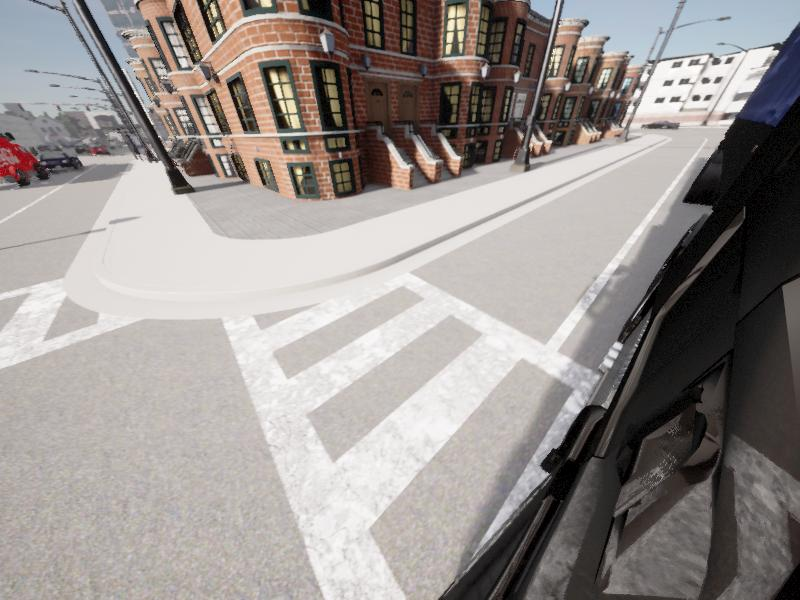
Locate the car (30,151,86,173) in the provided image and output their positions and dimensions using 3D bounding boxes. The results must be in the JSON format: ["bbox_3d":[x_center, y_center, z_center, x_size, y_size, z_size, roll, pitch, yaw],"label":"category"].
[{"bbox_3d":[-31.334,-12.807,21.339,1.895,1.301,4.718,-30,45,-32],"label":"car"}]

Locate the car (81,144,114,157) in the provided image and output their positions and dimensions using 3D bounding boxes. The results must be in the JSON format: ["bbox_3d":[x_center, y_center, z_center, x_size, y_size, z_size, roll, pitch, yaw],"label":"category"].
[{"bbox_3d":[-48.113,-23.809,36.717,4.514,1.525,2.007,20,43,27],"label":"car"}]

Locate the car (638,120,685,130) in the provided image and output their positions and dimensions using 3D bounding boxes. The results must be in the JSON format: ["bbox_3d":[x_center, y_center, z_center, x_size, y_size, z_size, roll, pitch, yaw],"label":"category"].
[{"bbox_3d":[47.766,-32.096,42.405,2.033,1.411,5.357,-13,38,-13],"label":"car"}]

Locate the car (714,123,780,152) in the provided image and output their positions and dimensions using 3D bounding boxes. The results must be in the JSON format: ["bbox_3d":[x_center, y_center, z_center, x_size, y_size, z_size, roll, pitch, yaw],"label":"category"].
[{"bbox_3d":[25.104,-11.935,16.900,5.357,1.411,2.033,-30,45,-32],"label":"car"}]

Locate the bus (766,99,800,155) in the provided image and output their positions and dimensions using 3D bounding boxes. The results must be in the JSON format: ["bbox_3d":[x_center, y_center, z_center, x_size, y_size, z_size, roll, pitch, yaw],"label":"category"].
[{"bbox_3d":[28.275,-11.914,14.315,10.273,4.253,3.944,-29,45,-31],"label":"bus"}]

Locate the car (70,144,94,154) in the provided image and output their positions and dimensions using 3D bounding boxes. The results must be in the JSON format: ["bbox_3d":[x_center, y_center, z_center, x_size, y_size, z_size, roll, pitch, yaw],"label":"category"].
[{"bbox_3d":[-64.114,-30.536,46.675,1.970,1.475,3.806,-30,45,-31],"label":"car"}]

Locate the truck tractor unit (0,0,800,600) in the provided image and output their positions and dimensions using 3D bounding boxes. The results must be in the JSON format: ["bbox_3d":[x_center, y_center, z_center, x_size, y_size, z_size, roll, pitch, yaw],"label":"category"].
[{"bbox_3d":[2.645,-0.295,0.352,6.516,4.208,3.053,-28,44,-30],"label":"truck tractor unit"}]

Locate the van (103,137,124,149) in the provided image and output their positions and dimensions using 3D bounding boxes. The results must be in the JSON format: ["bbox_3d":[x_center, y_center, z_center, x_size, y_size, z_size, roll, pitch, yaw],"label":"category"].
[{"bbox_3d":[-77.378,-42.492,62.444,2.351,2.431,6.366,-30,45,-31],"label":"van"}]

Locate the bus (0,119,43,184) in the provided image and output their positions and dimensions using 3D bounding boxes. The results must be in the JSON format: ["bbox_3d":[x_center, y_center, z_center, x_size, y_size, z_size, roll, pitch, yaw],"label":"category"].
[{"bbox_3d":[-31.403,-10.759,16.162,3.944,4.253,10.273,-30,45,-31],"label":"bus"}]

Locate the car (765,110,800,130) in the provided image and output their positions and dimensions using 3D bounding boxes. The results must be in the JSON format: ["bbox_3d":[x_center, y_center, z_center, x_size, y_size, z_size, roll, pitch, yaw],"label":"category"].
[{"bbox_3d":[52.428,-23.245,29.837,2.150,2.045,5.566,4,37,8],"label":"car"}]

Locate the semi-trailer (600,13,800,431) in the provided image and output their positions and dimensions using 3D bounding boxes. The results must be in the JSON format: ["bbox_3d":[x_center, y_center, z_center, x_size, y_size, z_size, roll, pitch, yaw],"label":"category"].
[{"bbox_3d":[8.556,-3.697,4.365,14.254,4.402,2.717,-30,45,-31],"label":"semi-trailer"}]

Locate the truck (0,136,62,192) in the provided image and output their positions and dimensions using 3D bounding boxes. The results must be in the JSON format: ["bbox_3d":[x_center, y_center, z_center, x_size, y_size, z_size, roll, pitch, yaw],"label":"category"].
[{"bbox_3d":[-24.968,-8.396,14.177,2.627,2.467,5.204,-21,42,-24],"label":"truck"}]
